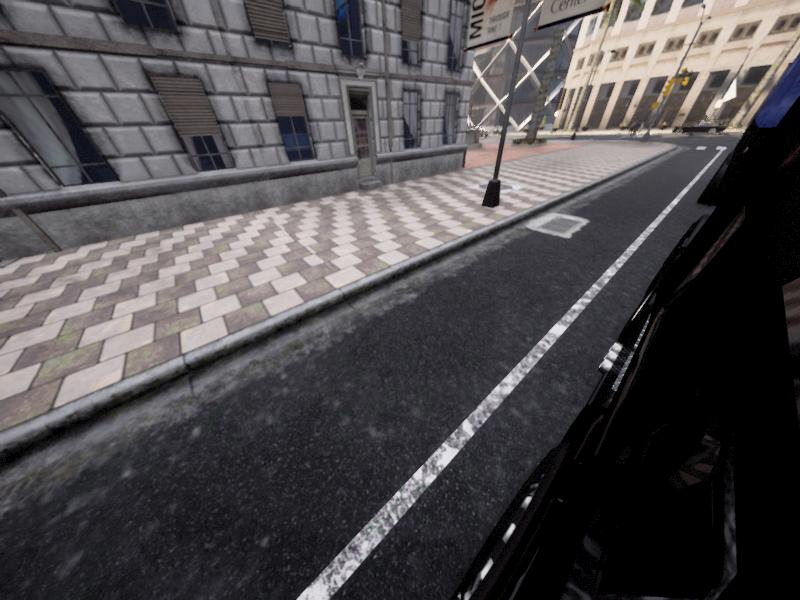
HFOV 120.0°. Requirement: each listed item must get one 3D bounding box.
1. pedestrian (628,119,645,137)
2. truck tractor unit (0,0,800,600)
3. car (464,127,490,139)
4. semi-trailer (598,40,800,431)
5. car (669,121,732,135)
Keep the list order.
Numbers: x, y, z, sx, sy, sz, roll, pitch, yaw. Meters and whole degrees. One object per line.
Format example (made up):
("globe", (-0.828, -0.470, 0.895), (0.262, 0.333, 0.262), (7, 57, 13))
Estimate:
("pedestrian", (30.507, -22.175, 29.797), (0.751, 1.860, 0.751), (28, 47, 35))
("truck tractor unit", (2.645, -0.295, 0.351), (6.516, 4.208, 3.053), (-28, 44, -30))
("car", (13.669, -29.584, 41.004), (3.988, 1.617, 1.851), (15, 40, 22))
("semi-trailer", (8.696, -3.606, 4.230), (14.254, 4.402, 2.717), (-28, 44, -30))
("car", (38.071, -21.870, 29.432), (1.895, 1.301, 4.718), (-28, 43, -30))
